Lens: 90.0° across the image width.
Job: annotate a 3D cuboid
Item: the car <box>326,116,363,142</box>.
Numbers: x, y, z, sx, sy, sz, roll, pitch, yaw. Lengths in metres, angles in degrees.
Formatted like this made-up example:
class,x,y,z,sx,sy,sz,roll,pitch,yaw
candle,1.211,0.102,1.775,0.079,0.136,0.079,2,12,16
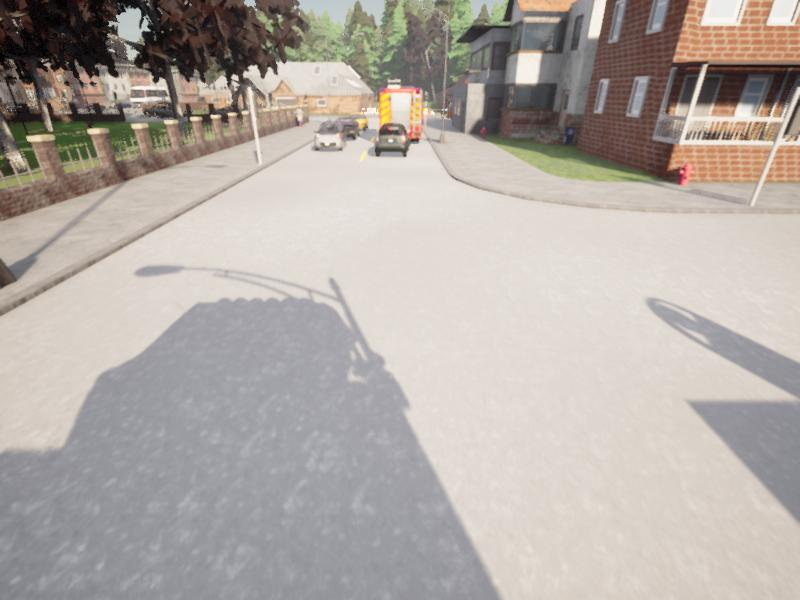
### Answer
class,x,y,z,sx,sy,sz,roll,pitch,yaw
car,-4.041,-12.937,30.061,2.033,1.411,5.357,0,27,-1

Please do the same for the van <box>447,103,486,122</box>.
class,x,y,z,sx,sy,sz,roll,pitch,yaw
van,8.156,-23.247,49.518,4.442,1.987,1.775,0,27,0

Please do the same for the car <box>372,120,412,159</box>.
class,x,y,z,sx,sy,sz,roll,pitch,yaw
car,-0.365,-9.024,22.296,1.851,1.617,3.988,2,27,3

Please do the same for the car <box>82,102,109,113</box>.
class,x,y,z,sx,sy,sz,roll,pitch,yaw
car,-53.280,-33.729,70.042,1.845,1.501,3.633,0,27,0

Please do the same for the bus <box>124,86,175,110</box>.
class,x,y,z,sx,sy,sz,roll,pitch,yaw
bus,-53.119,-43.211,85.469,3.944,4.253,10.273,0,27,0

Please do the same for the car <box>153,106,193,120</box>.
class,x,y,z,sx,sy,sz,roll,pitch,yaw
car,-28.091,-23.232,49.570,3.633,1.501,1.845,0,27,0

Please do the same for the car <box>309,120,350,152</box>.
class,x,y,z,sx,sy,sz,roll,pitch,yaw
car,-4.156,-9.918,24.068,1.845,1.501,3.633,0,27,-2

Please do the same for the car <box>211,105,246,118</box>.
class,x,y,z,sx,sy,sz,roll,pitch,yaw
car,-22.688,-25.033,53.120,3.633,1.501,1.845,0,27,0

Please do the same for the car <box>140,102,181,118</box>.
class,x,y,z,sx,sy,sz,roll,pitch,yaw
car,-31.673,-25.159,52.941,3.866,1.878,1.905,0,27,0

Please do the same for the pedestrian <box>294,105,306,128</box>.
class,x,y,z,sx,sy,sz,roll,pitch,yaw
pedestrian,-9.346,-17.115,37.304,0.751,1.860,0.751,0,27,0

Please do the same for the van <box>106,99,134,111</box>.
class,x,y,z,sx,sy,sz,roll,pitch,yaw
van,-53.275,-37.157,76.221,1.775,1.987,4.442,0,27,0

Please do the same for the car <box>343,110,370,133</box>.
class,x,y,z,sx,sy,sz,roll,pitch,yaw
car,-3.910,-16.395,36.555,1.801,1.575,5.366,1,27,0

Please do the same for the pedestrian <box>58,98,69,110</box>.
class,x,y,z,sx,sy,sz,roll,pitch,yaw
pedestrian,-58.224,-33.899,69.238,0.751,1.860,0.751,1,27,1

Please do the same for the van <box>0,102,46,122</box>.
class,x,y,z,sx,sy,sz,roll,pitch,yaw
van,-46.646,-23.054,48.944,4.480,2.038,2.069,-19,33,-33

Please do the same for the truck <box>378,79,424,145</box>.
class,x,y,z,sx,sy,sz,roll,pitch,yaw
truck,0.054,-13.974,29.472,2.891,3.827,8.468,0,27,0
